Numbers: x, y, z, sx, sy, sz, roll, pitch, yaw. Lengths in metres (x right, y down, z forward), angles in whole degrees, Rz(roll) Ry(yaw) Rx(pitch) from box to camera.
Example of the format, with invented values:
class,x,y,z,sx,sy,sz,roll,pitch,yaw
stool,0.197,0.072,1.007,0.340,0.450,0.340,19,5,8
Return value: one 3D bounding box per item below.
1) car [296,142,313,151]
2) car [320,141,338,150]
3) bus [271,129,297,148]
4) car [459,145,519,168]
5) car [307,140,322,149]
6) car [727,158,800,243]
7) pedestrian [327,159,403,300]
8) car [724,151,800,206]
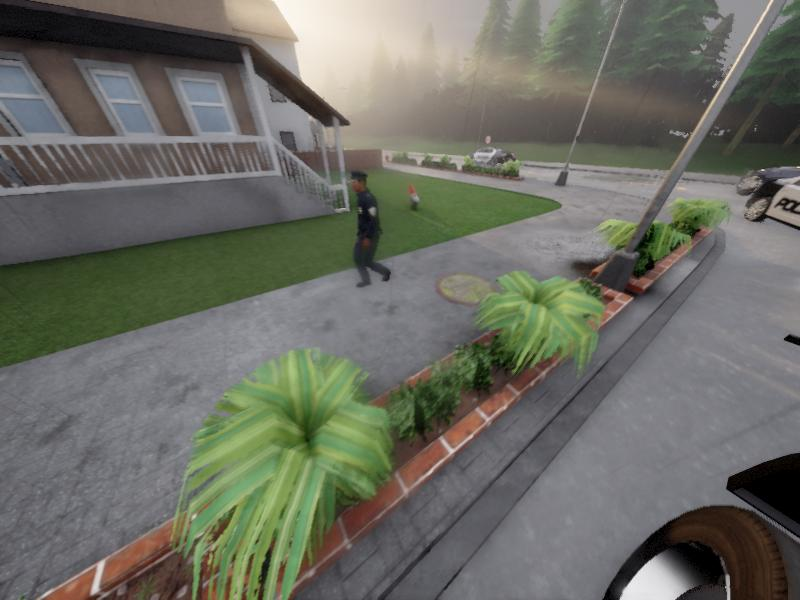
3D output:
class,x,y,z,sx,sy,sz,roll,pitch,yaw
car,-22.077,-35.544,53.337,2.152,1.651,5.027,-21,40,-27
car,-15.881,-34.495,51.549,2.152,1.651,5.027,-21,40,-27
bus,-33.589,-46.708,66.733,3.944,4.253,10.273,-21,40,-27
car,8.294,-13.759,22.009,2.038,1.542,4.974,-21,40,-27
car,-21.918,-39.674,58.924,2.033,1.649,4.856,-21,40,-27
car,11.246,-2.169,5.462,1.930,1.638,5.238,18,39,21
pedestrian,-0.472,-1.064,3.585,0.751,1.860,0.751,-21,40,-26
car,16.690,-4.501,8.738,2.152,1.651,5.027,4,35,5
